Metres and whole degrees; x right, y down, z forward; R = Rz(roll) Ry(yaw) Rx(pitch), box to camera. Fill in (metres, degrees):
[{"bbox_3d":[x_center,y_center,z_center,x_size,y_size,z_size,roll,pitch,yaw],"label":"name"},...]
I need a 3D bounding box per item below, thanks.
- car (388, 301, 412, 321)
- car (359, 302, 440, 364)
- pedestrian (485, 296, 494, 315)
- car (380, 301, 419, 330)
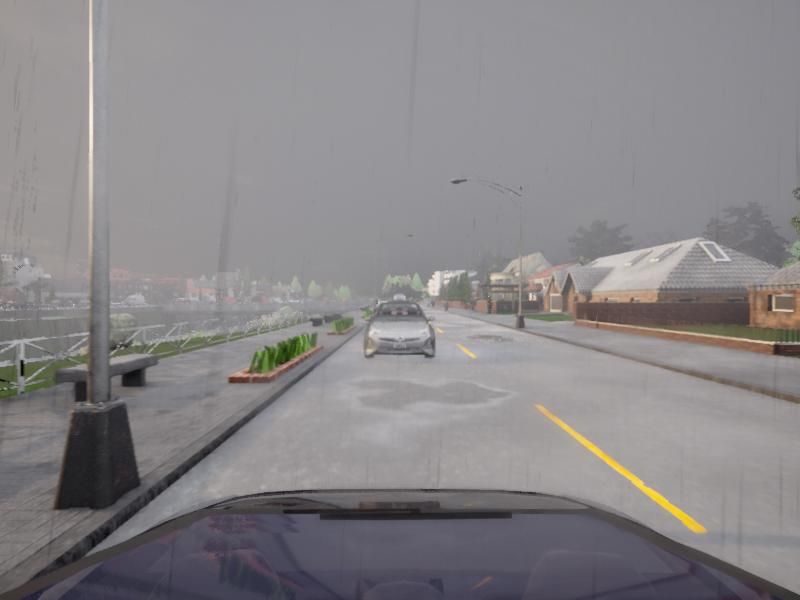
[{"bbox_3d":[-0.026,0.827,32.610,1.816,1.474,4.193,0,0,0],"label":"car"},{"bbox_3d":[-0.010,0.818,12.192,2.007,1.525,4.514,0,0,0],"label":"car"},{"bbox_3d":[8.664,0.501,38.710,0.751,1.860,0.751,0,0,-1],"label":"pedestrian"},{"bbox_3d":[-0.020,0.809,23.127,2.007,1.525,4.514,0,0,0],"label":"car"}]
